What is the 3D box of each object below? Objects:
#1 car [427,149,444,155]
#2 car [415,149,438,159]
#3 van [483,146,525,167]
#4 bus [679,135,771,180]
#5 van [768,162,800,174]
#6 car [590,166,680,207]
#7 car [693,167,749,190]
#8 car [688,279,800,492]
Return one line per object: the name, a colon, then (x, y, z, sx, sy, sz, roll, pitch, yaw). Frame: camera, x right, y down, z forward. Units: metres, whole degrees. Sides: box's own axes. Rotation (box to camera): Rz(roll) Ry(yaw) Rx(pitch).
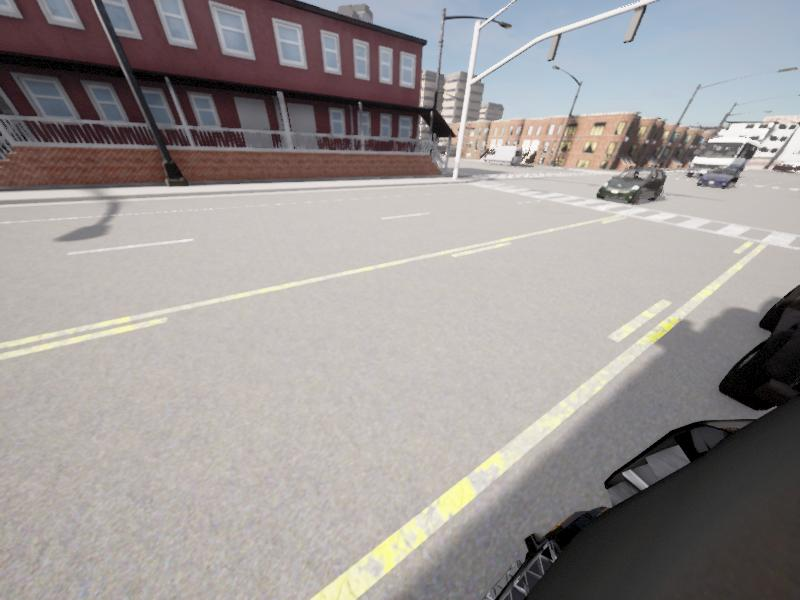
car: (10.994, -46.102, 71.997, 5.008, 1.535, 1.882, -16, 38, -26)
car: (5.462, -30.321, 47.994, 1.930, 1.638, 5.238, -16, 38, -26)
van: (16.706, -23.417, 37.594, 1.988, 2.561, 5.915, -16, 38, -25)
bus: (41.288, -17.876, 29.372, 10.273, 4.253, 3.944, -15, 37, -27)
van: (89.076, -30.407, 53.087, 2.069, 2.038, 4.480, 10, 35, 11)
car: (12.751, -6.270, 12.583, 3.988, 1.617, 1.851, -16, 38, -26)
car: (28.398, -10.798, 20.457, 4.193, 1.474, 1.816, -16, 38, -26)
car: (4.992, 0.390, 1.889, 3.866, 1.878, 1.905, -16, 38, -26)
